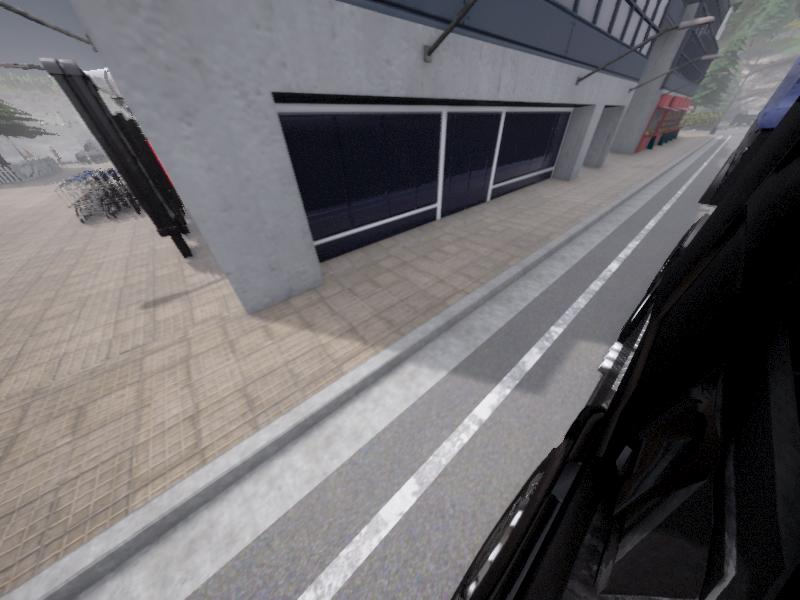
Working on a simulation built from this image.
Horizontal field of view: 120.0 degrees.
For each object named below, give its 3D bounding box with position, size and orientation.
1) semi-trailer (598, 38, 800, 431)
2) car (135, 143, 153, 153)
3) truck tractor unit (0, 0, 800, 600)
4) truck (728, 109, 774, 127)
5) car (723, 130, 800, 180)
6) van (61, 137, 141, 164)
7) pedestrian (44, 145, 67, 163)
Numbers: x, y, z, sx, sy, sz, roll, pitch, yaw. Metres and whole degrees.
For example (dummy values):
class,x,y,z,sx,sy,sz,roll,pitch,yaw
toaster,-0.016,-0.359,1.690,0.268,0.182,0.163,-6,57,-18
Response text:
class,x,y,z,sx,sy,sz,roll,pitch,yaw
semi-trailer,8.710,-3.603,4.207,14.254,4.402,2.717,-28,44,-30
car,-51.035,-30.367,46.117,1.970,1.475,3.806,-29,44,-31
truck tractor unit,2.645,-0.295,0.352,6.516,4.208,3.053,-28,44,-30
truck,58.134,-30.294,38.486,2.390,2.098,6.274,23,44,30
car,16.104,-6.358,9.939,4.181,1.385,1.994,-28,44,-30
van,-39.570,-20.116,30.985,5.915,2.561,1.988,-29,44,-31
pedestrian,-45.610,-19.317,30.588,0.751,1.860,0.751,-28,43,-29
